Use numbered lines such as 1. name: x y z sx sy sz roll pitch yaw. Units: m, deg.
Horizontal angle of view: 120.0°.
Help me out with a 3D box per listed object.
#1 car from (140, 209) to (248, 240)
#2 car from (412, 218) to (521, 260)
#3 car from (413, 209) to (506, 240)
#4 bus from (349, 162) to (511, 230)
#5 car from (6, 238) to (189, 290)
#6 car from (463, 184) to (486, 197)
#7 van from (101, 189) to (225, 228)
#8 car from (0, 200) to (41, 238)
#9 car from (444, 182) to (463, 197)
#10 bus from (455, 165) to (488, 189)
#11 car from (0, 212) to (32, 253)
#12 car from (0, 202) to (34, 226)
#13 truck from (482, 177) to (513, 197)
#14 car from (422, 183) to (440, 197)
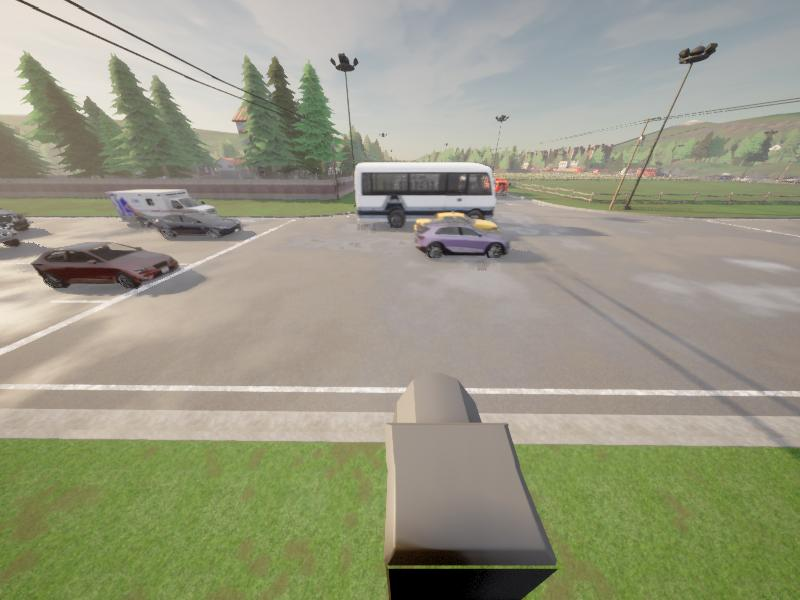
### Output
1. car: -13.212 -4.972 15.138 4.792 1.488 2.163 0 30 1
2. car: 3.117 -3.197 11.915 4.856 1.649 2.033 0 30 1
3. car: 3.612 -4.925 14.955 5.366 1.575 1.801 0 30 1
4. bus: 1.920 -7.900 17.440 10.273 4.253 3.944 0 30 1
5. car: -11.425 -1.461 9.060 4.193 1.474 1.816 0 30 1
6. car: 11.815 -17.697 37.146 2.128 1.511 4.902 0 30 0
7. van: -18.015 -7.157 17.976 6.366 2.431 2.351 0 30 0
8. car: -28.521 -5.299 15.138 5.566 2.045 2.150 0 30 0
9. car: 8.311 -17.424 36.294 1.905 1.878 3.866 0 30 0
10. bus: 15.505 -27.356 51.137 3.944 4.253 10.273 0 30 0
11. car: -23.599 -3.449 12.106 4.605 1.855 1.932 0 30 1
12. car: -33.515 -6.831 18.357 4.792 1.488 2.163 0 30 1
13. truck: 15.314 -17.992 36.694 2.627 2.467 5.204 0 30 0
14. car: 4.803 -17.535 36.755 2.152 1.651 5.027 0 30 0
